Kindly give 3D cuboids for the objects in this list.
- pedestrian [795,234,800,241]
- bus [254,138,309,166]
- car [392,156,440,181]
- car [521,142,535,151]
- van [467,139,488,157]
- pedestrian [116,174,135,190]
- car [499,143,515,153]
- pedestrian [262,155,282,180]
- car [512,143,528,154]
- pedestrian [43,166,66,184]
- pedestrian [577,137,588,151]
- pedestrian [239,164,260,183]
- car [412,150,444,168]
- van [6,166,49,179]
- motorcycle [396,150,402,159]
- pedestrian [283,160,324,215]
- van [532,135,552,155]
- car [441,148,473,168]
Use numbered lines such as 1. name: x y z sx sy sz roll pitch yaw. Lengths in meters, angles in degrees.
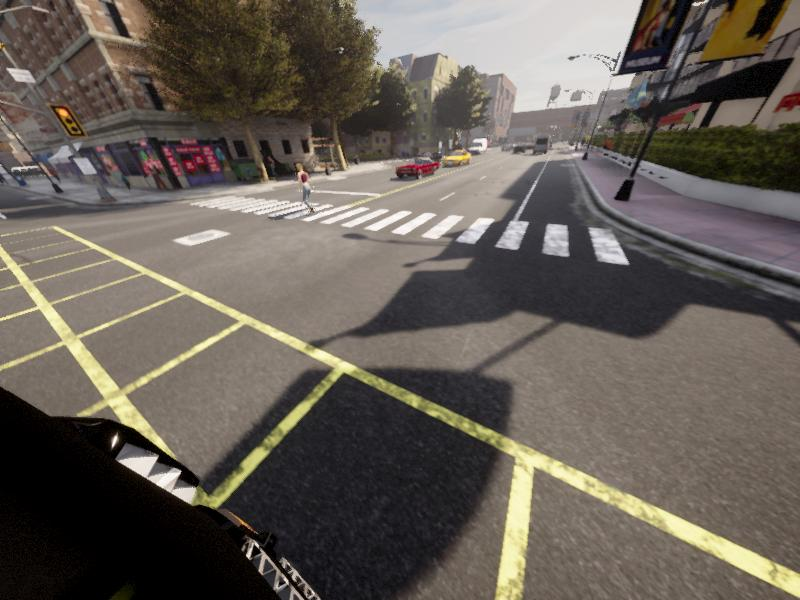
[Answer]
1. pedestrian: 8.671 -1.884 4.056 0.751 1.860 0.751 -7 34 -6
2. bus: -24.410 -30.478 47.715 10.273 4.253 3.944 16 38 26
3. car: 1.449 -10.676 18.630 1.895 1.301 4.718 16 38 26
4. car: 28.865 -34.687 52.106 2.038 1.542 4.974 16 38 26
5. van: 14.558 -28.472 43.068 1.988 2.561 5.915 16 38 26
6. pedestrian: -22.554 -9.697 18.985 0.500 1.100 0.500 -28 41 -33
7. car: 23.056 -32.714 49.648 2.128 1.511 4.902 16 38 26
8. pedestrian: -11.357 -11.804 20.538 0.751 1.860 0.751 13 37 23
9. car: 22.061 -27.763 42.334 1.837 1.490 4.892 16 38 26
10. pedestrian: -43.245 -15.677 28.940 0.751 1.860 0.751 16 38 26
11. pedestrian: 30.026 -25.729 37.993 0.751 1.860 0.751 19 40 30
12. pedestrian: -12.312 -10.341 18.931 0.751 1.300 0.751 10 36 18
13. car: 3.374 -16.649 27.230 1.837 1.490 4.892 16 38 26
14. van: -80.841 -27.714 50.181 2.069 2.038 4.480 18 39 29
15. motorcycle: -0.174 -28.730 45.555 0.764 1.277 2.356 -11 33 7
16. pedestrian: -3.776 -4.457 9.199 0.751 1.860 0.751 16 38 26
17. van: 23.831 -26.083 38.735 1.988 2.561 5.915 16 38 26
18. car: 6.451 -15.883 25.755 1.801 1.575 5.366 16 38 26
